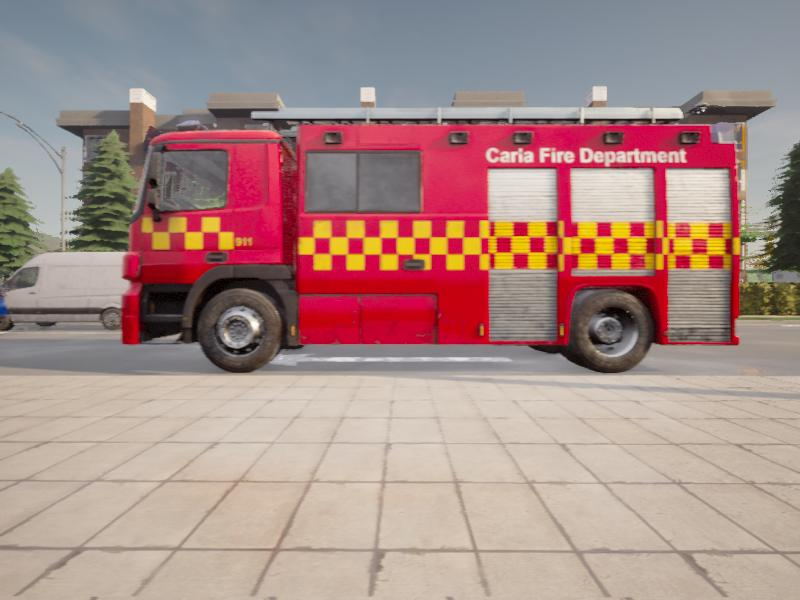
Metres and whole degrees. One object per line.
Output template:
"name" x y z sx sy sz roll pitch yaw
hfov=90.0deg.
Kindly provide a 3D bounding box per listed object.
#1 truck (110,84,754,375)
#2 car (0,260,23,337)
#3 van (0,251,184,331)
"truck" 0.422 -0.921 6.706 8.468 3.827 2.891 0 0 0
"car" -13.405 -0.038 10.198 5.566 2.045 2.150 0 0 0
"van" -10.882 -0.283 13.703 5.915 2.561 1.988 0 0 0
